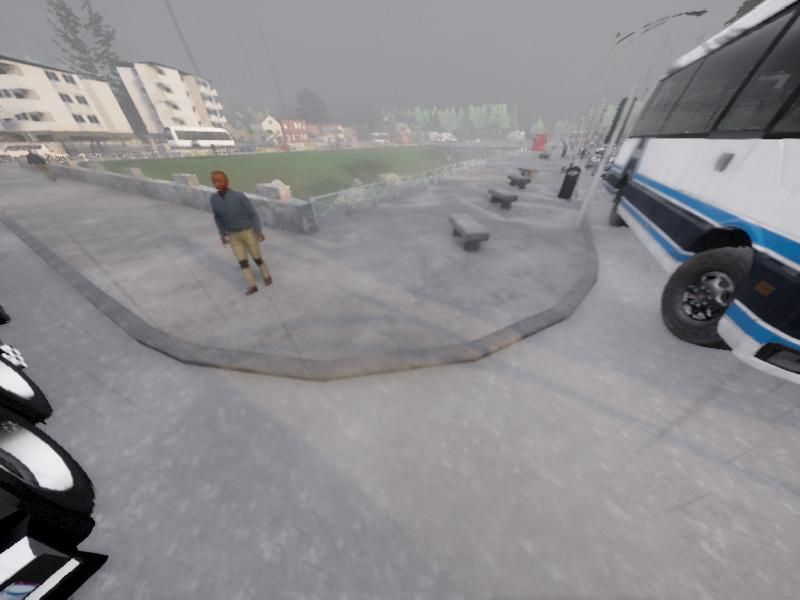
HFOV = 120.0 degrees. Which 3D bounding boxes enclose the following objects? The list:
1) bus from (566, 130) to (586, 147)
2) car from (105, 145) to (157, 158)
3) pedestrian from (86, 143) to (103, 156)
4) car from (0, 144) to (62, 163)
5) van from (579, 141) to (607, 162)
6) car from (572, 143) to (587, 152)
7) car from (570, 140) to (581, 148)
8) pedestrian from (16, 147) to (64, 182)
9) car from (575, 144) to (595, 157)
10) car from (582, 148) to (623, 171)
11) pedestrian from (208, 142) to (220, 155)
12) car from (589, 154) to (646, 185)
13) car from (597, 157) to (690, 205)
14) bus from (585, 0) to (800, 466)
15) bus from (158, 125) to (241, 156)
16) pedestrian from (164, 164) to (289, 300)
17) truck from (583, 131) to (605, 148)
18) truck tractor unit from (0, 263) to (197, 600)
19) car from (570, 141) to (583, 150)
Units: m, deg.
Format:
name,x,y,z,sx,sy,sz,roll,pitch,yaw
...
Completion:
name,x,y,z,sx,sy,sz,roll,pitch,yaw
bus,58.912,-54.275,77.714,3.944,4.253,10.273,18,39,24
car,-45.180,-25.034,38.933,1.930,1.638,5.238,18,39,24
pedestrian,-51.706,-25.426,39.056,0.751,1.860,0.751,12,37,17
car,-50.709,-19.708,30.981,2.150,2.045,5.566,18,39,24
van,23.260,-18.080,28.026,1.775,1.987,4.442,18,39,24
car,37.092,-31.588,47.784,1.812,1.442,4.674,18,39,24
car,49.158,-43.744,64.765,1.905,1.878,3.866,18,39,24
pedestrian,-22.855,-8.596,14.703,0.751,1.860,0.751,18,39,24
car,28.924,-23.490,36.197,1.816,1.474,4.193,18,39,24
car,18.082,-12.732,20.837,1.970,1.475,3.806,18,39,24
pedestrian,-32.962,-26.789,40.929,0.751,1.860,0.751,15,38,20
car,14.266,-8.865,15.475,1.895,1.301,4.718,18,39,24
car,11.074,-5.780,10.913,1.970,1.475,3.806,18,39,24
bus,6.919,-2.583,3.931,3.944,4.253,10.273,17,39,24
bus,-36.980,-29.822,43.443,3.944,4.253,10.273,18,38,24
pedestrian,-2.468,-1.011,3.609,0.751,1.860,0.751,-6,35,-8
truck,54.530,-45.313,65.253,2.891,3.827,8.468,18,39,24
truck tractor unit,-5.113,-0.299,0.778,6.516,4.208,3.053,18,39,24
car,45.474,-39.947,59.636,2.242,1.667,4.611,18,39,24
